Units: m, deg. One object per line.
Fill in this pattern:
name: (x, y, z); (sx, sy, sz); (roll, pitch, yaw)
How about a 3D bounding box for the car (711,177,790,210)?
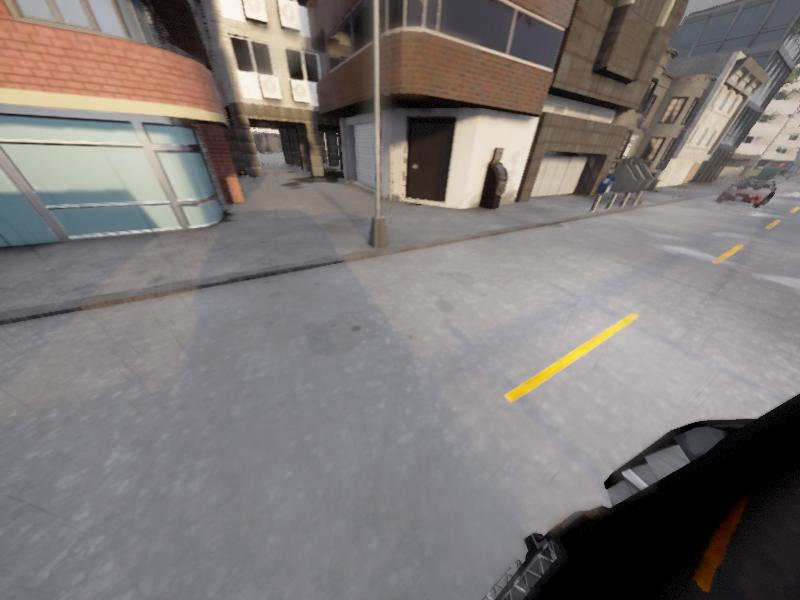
car: (22.005, -6.799, 14.518); (4.193, 1.474, 1.816); (-16, 38, -26)
